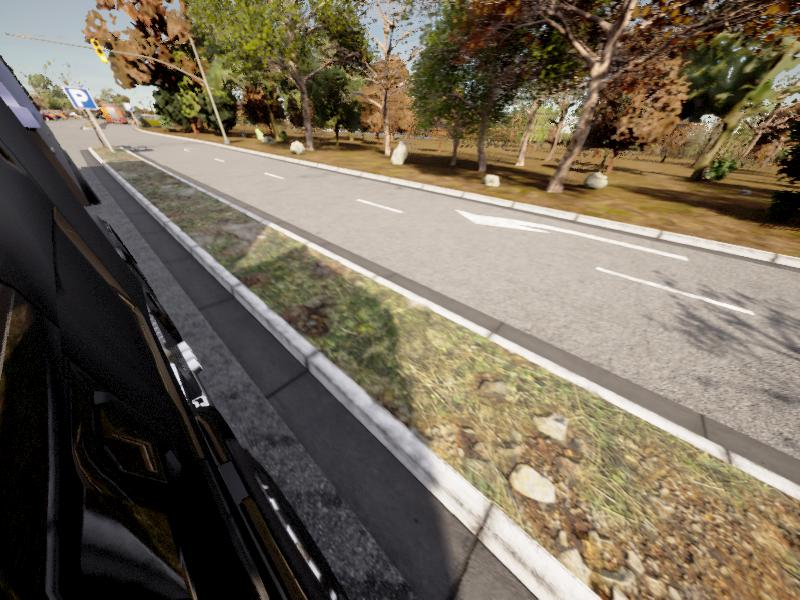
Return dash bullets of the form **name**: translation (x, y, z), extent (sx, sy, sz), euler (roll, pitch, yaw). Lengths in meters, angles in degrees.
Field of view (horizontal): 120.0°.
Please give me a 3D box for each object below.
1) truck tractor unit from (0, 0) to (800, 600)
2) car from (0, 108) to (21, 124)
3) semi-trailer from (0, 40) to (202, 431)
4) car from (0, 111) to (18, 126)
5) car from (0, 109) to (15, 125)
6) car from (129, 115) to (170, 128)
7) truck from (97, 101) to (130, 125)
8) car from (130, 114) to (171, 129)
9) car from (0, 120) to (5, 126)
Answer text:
- **truck tractor unit**: translation (-2.645, -0.295, 0.351), extent (6.516, 4.208, 3.053), euler (28, 44, 30)
- **car**: translation (-61.925, -27.715, 34.735), extent (1.878, 1.987, 4.442), euler (18, 40, 20)
- **semi-trailer**: translation (-8.720, -3.590, 4.209), extent (14.254, 4.402, 2.717), euler (28, 44, 30)
- **car**: translation (-57.710, -24.838, 31.538), extent (1.946, 1.575, 5.366), euler (17, 40, 19)
- **car**: translation (-59.903, -26.183, 32.993), extent (2.185, 1.767, 4.553), euler (17, 40, 20)
- **car**: translation (-47.795, -34.155, 44.287), extent (2.185, 1.767, 4.553), euler (18, 39, 20)
- **truck**: translation (-65.035, -42.497, 52.608), extent (2.891, 3.827, 8.468), euler (-26, 46, -33)
- **car**: translation (-45.767, -32.849, 42.511), extent (1.878, 1.987, 4.442), euler (18, 39, 19)
- **car**: translation (-55.838, -23.295, 29.672), extent (2.163, 1.488, 4.792), euler (17, 40, 19)
